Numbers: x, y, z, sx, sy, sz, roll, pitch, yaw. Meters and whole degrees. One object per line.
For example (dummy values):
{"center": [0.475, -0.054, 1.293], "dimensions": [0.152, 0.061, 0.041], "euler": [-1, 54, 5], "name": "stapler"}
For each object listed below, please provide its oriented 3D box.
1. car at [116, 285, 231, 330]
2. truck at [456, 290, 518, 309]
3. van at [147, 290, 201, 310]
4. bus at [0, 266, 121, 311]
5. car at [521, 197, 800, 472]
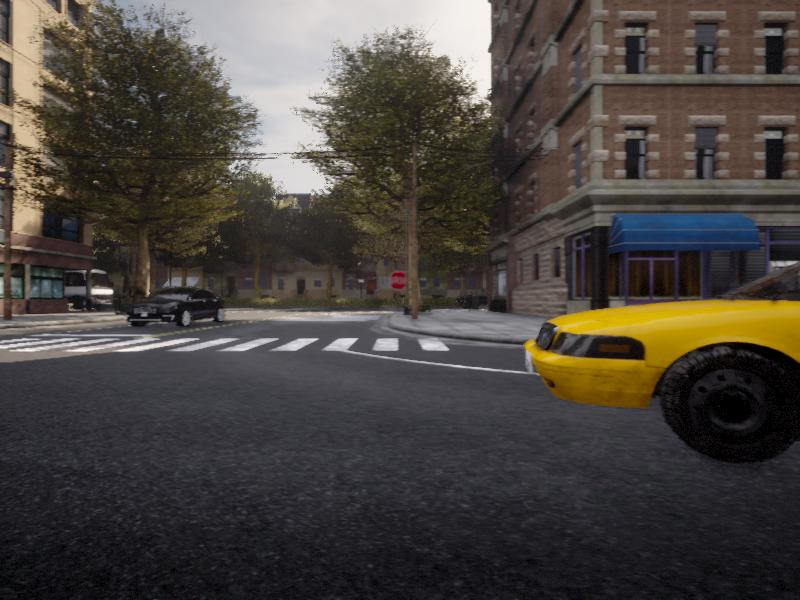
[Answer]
{"center": [-8.611, 0.246, 15.849], "dimensions": [1.837, 1.490, 4.892], "euler": [0, 0, -1], "name": "car"}
{"center": [9.423, -0.060, 43.728], "dimensions": [6.274, 2.098, 2.390], "euler": [0, 0, 0], "name": "truck"}
{"center": [-22.605, 0.003, 40.160], "dimensions": [4.442, 1.987, 1.775], "euler": [0, 0, 0], "name": "van"}
{"center": [-34.580, -1.123, 40.230], "dimensions": [10.273, 4.253, 3.944], "euler": [0, 0, 0], "name": "bus"}
{"center": [3.741, 0.201, 2.900], "dimensions": [5.366, 1.575, 1.801], "euler": [0, 0, 12], "name": "car"}
